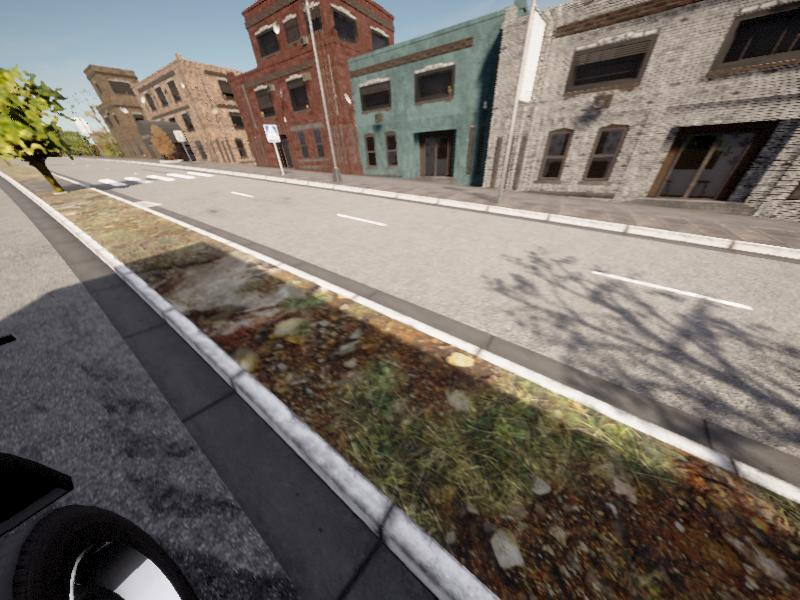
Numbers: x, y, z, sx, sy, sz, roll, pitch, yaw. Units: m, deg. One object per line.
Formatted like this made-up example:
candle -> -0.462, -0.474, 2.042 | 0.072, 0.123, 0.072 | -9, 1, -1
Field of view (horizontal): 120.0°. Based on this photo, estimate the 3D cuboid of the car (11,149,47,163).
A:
car -> -52.396, -20.375, 32.593 | 5.008, 1.535, 1.882 | 19, 39, 27
